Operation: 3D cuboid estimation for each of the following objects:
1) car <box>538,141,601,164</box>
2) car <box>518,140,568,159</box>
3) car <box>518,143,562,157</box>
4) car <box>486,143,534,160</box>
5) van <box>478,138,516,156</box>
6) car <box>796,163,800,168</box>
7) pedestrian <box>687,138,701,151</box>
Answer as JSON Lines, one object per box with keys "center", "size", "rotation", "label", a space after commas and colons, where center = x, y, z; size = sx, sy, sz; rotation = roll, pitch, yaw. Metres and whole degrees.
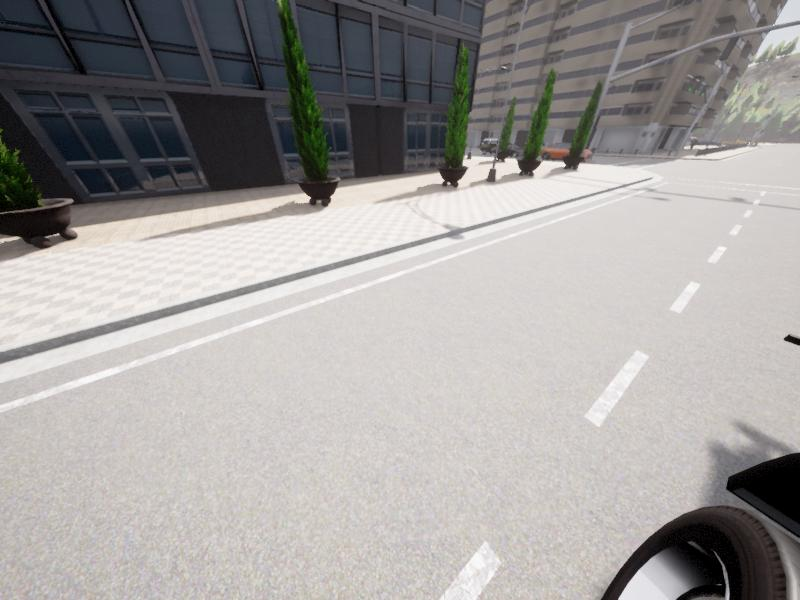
{"center": [17.505, -15.458, 24.100], "size": [2.097, 1.767, 4.553], "rotation": [-21, 40, -27], "label": "car"}
{"center": [17.732, -18.873, 28.876], "size": [1.932, 1.855, 4.605], "rotation": [-22, 40, -28], "label": "car"}
{"center": [19.335, -20.915, 32.141], "size": [1.812, 1.442, 4.674], "rotation": [-22, 41, -27], "label": "car"}
{"center": [13.578, -18.631, 28.879], "size": [2.128, 1.511, 4.902], "rotation": [-22, 40, -27], "label": "car"}
{"center": [13.883, -22.147, 33.410], "size": [2.069, 2.038, 4.480], "rotation": [-22, 40, -28], "label": "van"}
{"center": [35.789, -10.983, 17.451], "size": [2.150, 2.045, 5.566], "rotation": [-22, 41, -28], "label": "car"}
{"center": [49.406, -26.179, 38.842], "size": [0.751, 1.860, 0.751], "rotation": [-29, 44, -34], "label": "pedestrian"}
